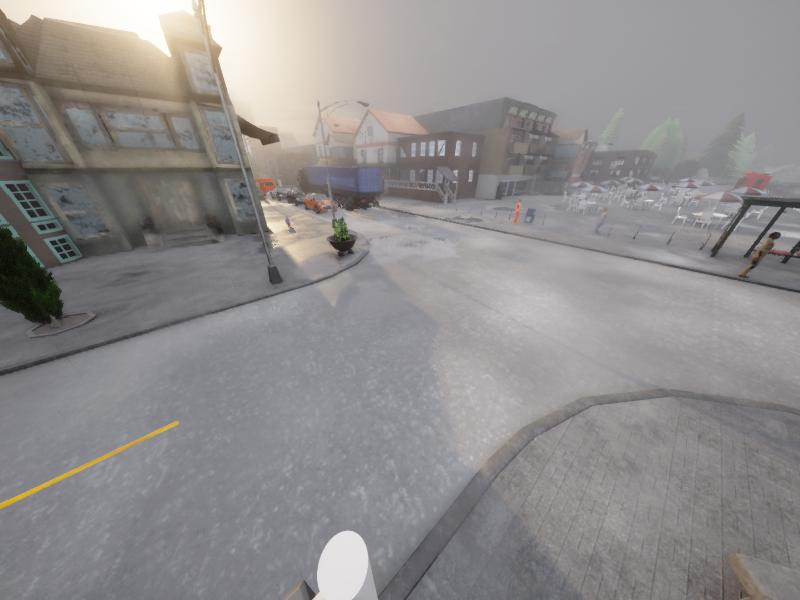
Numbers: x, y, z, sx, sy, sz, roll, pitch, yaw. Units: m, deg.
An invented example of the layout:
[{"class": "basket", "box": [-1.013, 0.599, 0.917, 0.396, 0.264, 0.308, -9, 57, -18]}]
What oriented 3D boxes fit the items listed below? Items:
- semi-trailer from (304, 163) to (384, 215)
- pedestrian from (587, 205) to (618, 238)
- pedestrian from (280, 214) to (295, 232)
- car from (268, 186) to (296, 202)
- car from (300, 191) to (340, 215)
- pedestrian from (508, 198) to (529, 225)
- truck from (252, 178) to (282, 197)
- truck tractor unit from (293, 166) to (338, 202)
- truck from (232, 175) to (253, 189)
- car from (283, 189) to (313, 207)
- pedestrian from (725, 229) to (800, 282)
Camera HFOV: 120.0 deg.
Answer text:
[{"class": "semi-trailer", "box": [-7.127, -13.530, 27.224, 2.717, 4.402, 14.254, -21, 36, -32]}, {"class": "pedestrian", "box": [12.952, -5.027, 14.803, 0.751, 1.860, 0.751, -22, 36, -33]}, {"class": "pedestrian", "box": [-7.908, -5.423, 16.251, 0.500, 1.100, 0.500, 18, 35, 28]}, {"class": "car", "box": [-17.014, -15.267, 33.125, 2.038, 1.542, 4.974, -23, 37, -34]}, {"class": "car", "box": [-8.443, -10.278, 24.220, 2.097, 1.767, 4.553, -23, 37, -34]}, {"class": "pedestrian", "box": [9.196, -6.879, 18.010, 0.751, 1.860, 0.751, -6, 31, -10]}, {"class": "truck", "box": [-21.968, -18.629, 38.003, 2.627, 2.467, 5.204, -23, 37, -34]}, {"class": "truck tractor unit", "box": [-12.007, -16.563, 32.667, 3.053, 4.208, 6.516, -23, 37, -34]}, {"class": "truck", "box": [-35.466, -26.681, 51.928, 2.627, 2.467, 5.204, -23, 38, -34]}, {"class": "car", "box": [-12.676, -12.715, 28.629, 1.851, 1.617, 3.988, -23, 37, -34]}, {"class": "pedestrian", "box": [14.234, -1.756, 9.138, 0.751, 1.860, 0.751, -12, 32, -19]}]
